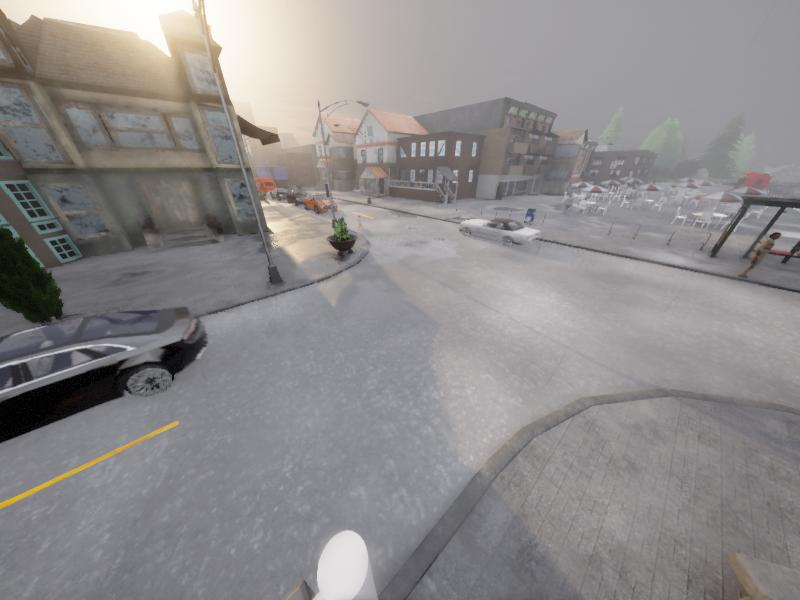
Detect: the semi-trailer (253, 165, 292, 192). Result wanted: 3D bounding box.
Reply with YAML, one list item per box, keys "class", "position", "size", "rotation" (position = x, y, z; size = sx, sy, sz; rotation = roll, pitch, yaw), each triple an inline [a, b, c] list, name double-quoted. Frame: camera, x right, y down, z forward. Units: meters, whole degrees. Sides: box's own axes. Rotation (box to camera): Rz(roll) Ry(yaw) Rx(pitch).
- class: "semi-trailer"
  position: [-26.682, -25.392, 47.763]
  size: [2.717, 4.402, 14.254]
  rotation: [-23, 37, -34]

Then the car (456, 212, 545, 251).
- class: "car"
  position: [6.112, -4.501, 14.713]
  size: [1.895, 1.301, 4.718]
  rotation: [-23, 37, -34]

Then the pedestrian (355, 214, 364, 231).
- class: "pedestrian"
  position: [-2.969, -5.652, 16.853]
  size: [0.500, 1.100, 0.500]
  rotation: [-10, 31, -17]

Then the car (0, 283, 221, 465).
- class: "car"
  position: [-6.677, 1.402, 4.276]
  size: [4.902, 1.511, 2.128]
  rotation: [-23, 37, -34]

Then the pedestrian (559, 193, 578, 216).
- class: "pedestrian"
  position: [15.651, -8.877, 21.519]
  size: [0.751, 1.860, 0.751]
  rotation: [10, 32, 17]

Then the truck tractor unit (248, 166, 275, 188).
- class: "truck tractor unit"
  position: [-31.773, -28.344, 53.067]
  size: [3.053, 4.208, 6.516]
  rotation: [-23, 37, -34]

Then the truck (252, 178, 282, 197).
- class: "truck"
  position: [-21.968, -18.629, 38.003]
  size: [2.627, 2.467, 5.204]
  rotation: [-23, 37, -34]

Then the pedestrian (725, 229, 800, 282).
- class: "pedestrian"
  position: [14.234, -1.756, 9.138]
  size: [0.751, 1.860, 0.751]
  rotation: [-12, 32, -19]

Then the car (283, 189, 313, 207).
- class: "car"
  position: [-12.676, -12.715, 28.629]
  size: [1.851, 1.617, 3.988]
  rotation: [-23, 37, -34]

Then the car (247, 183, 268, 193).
- class: "car"
  position: [-26.618, -20.930, 43.070]
  size: [2.033, 1.411, 5.357]
  rotation: [-23, 37, -34]

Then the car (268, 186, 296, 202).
- class: "car"
  position: [-17.014, -15.267, 33.125]
  size: [2.038, 1.542, 4.974]
  rotation: [-23, 37, -34]

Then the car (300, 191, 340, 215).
- class: "car"
  position: [-8.443, -10.278, 24.220]
  size: [2.097, 1.767, 4.553]
  rotation: [-23, 37, -34]
